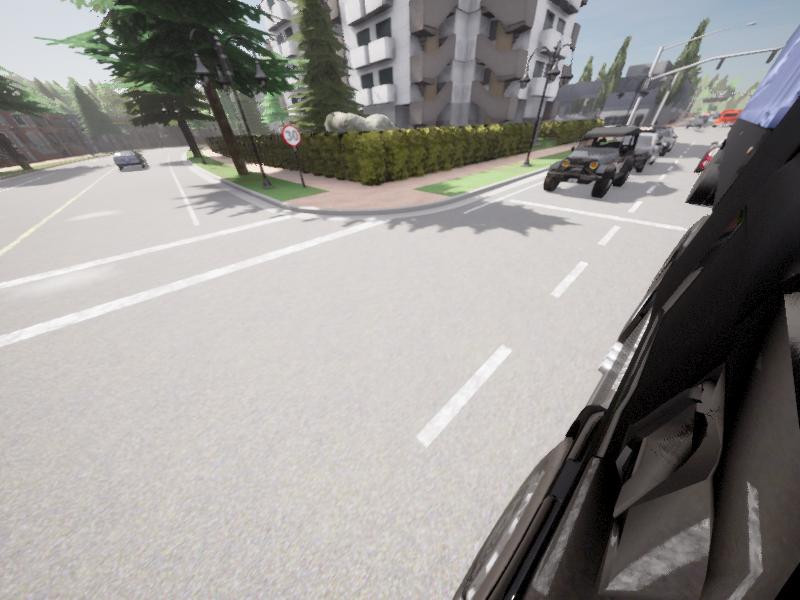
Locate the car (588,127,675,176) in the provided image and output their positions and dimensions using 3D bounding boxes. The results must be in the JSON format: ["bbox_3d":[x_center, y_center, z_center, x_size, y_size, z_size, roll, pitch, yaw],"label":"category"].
[{"bbox_3d":[12.000,-7.776,11.924,5.238,1.638,1.930,-30,45,-32],"label":"car"}]

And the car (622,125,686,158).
[{"bbox_3d":[17.672,-11.044,16.030,4.974,1.542,2.038,-30,45,-32],"label":"car"}]

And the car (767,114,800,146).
[{"bbox_3d":[30.265,-12.830,17.344,4.605,1.855,1.932,-30,45,-32],"label":"car"}]

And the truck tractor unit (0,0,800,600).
[{"bbox_3d":[2.645,-0.295,0.352,6.516,4.208,3.053,-28,44,-30],"label":"truck tractor unit"}]

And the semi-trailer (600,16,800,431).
[{"bbox_3d":[8.576,-3.683,4.347,14.254,4.402,2.717,-30,44,-31],"label":"semi-trailer"}]

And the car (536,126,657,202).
[{"bbox_3d":[7.165,-5.122,8.468,3.866,1.878,1.905,-28,44,-30],"label":"car"}]

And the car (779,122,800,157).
[{"bbox_3d":[25.099,-9.689,13.720,5.366,1.575,1.801,-31,45,-32],"label":"car"}]

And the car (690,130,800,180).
[{"bbox_3d":[14.861,-6.483,10.159,3.806,1.475,1.970,-29,44,-32],"label":"car"}]

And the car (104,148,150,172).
[{"bbox_3d":[-25.428,-13.248,21.709,2.033,1.411,5.357,-28,44,-30],"label":"car"}]

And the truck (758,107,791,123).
[{"bbox_3d":[83.685,-41.419,51.735,5.204,2.467,2.627,-30,45,-32],"label":"truck"}]
